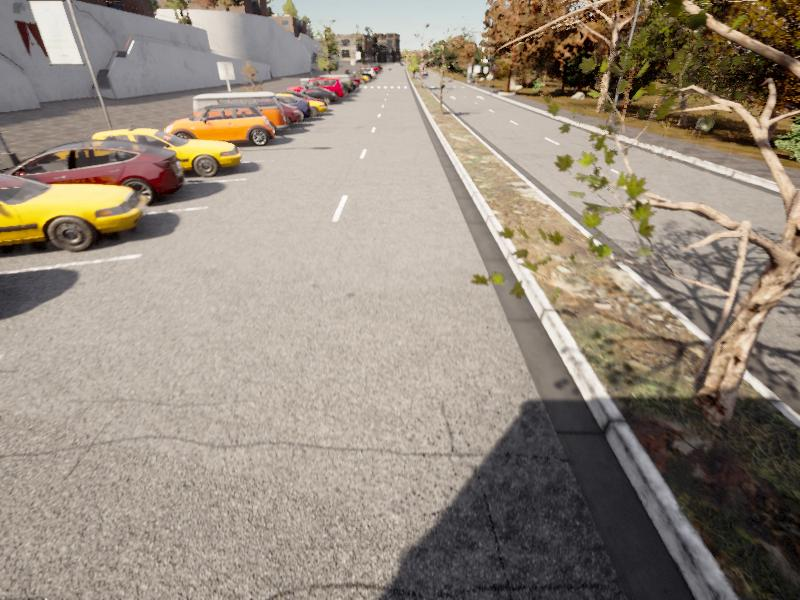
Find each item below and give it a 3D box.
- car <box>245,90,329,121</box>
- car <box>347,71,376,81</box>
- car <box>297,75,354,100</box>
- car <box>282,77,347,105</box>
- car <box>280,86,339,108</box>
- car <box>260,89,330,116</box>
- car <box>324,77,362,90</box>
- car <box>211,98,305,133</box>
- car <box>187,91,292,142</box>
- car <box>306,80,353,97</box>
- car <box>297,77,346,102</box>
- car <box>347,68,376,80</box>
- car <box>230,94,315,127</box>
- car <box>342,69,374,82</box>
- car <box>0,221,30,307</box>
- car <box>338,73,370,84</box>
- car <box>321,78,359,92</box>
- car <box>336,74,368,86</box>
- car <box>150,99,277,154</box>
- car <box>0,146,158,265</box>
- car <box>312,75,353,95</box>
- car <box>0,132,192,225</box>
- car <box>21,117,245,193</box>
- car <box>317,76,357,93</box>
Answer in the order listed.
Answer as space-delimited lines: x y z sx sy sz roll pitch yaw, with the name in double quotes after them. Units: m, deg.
-7.899 -13.708 28.094 5.366 1.575 1.946 -11 32 -17 "car"
-7.905 -45.990 82.034 5.366 1.575 1.946 -11 32 -17 "car"
-8.051 -23.047 43.310 5.566 2.045 2.435 -11 32 -17 "car"
-8.101 -19.968 38.164 5.566 2.045 2.435 -11 33 -17 "car"
-8.068 -18.198 35.760 4.674 1.452 2.002 -11 33 -17 "car"
-8.044 -15.166 30.633 4.792 1.488 2.163 -11 32 -17 "car"
-8.048 -30.474 56.269 4.792 1.488 2.163 -11 32 -17 "car"
-8.065 -10.609 22.907 4.674 1.452 2.002 -11 32 -17 "car"
-7.965 -9.359 20.241 4.442 1.987 1.878 -11 31 -17 "car"
-8.067 -24.354 45.987 4.892 1.521 2.231 -11 33 -17 "car"
-7.967 -21.510 40.788 4.442 1.987 1.878 -11 32 -17 "car"
-8.105 -47.723 84.406 5.566 2.045 2.435 -11 33 -17 "car"
-8.097 -12.119 25.468 4.792 1.488 2.163 -11 32 -17 "car"
-8.054 -43.061 76.731 5.566 2.045 2.435 -11 32 -17 "car"
-8.064 -0.127 4.843 4.674 1.452 2.002 -11 32 -17 "car"
-8.247 -39.707 71.638 5.366 1.575 1.946 -11 33 -17 "car"
-8.069 -28.914 53.684 4.674 1.452 2.002 -11 33 -17 "car"
-8.049 -36.638 66.572 4.792 1.488 2.163 -11 32 -17 "car"
-8.042 -7.750 17.675 4.553 1.767 2.185 -11 32 -17 "car"
-7.896 -1.696 7.458 5.366 1.575 1.946 -11 31 -17 "car"
-8.185 -26.057 48.393 4.442 1.987 1.878 -11 33 -17 "car"
-8.095 -3.119 9.990 4.792 1.488 2.163 -11 32 -17 "car"
-7.896 -4.683 12.622 5.366 1.575 1.946 -11 31 -17 "car"
-8.046 -27.531 51.048 4.553 1.767 2.185 -11 33 -17 "car"
